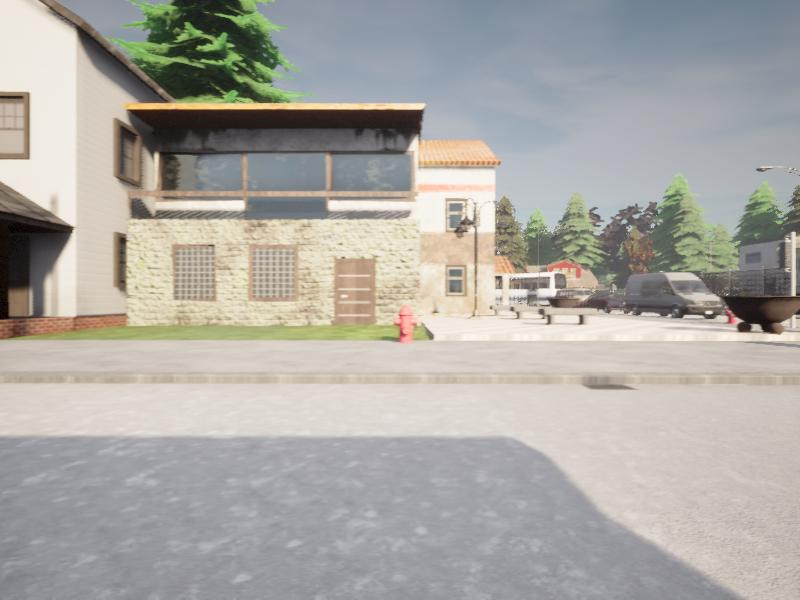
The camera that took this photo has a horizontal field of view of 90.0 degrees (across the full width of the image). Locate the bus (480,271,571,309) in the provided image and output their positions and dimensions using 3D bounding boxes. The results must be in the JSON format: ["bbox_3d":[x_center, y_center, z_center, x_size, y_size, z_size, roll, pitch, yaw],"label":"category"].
[{"bbox_3d":[15.317,-1.117,49.845,3.944,4.253,10.273,0,0,-39],"label":"bus"}]

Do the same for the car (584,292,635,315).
[{"bbox_3d":[15.174,0.233,29.231,1.789,1.549,3.705,0,0,0],"label":"car"}]

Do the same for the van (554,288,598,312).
[{"bbox_3d":[15.136,0.017,34.726,1.775,1.987,4.442,0,0,-1],"label":"van"}]

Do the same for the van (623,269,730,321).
[{"bbox_3d":[15.273,-0.259,22.671,1.988,2.561,5.915,0,0,1],"label":"van"}]

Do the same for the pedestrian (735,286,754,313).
[{"bbox_3d":[24.388,-0.037,28.334,0.751,1.860,0.751,0,0,3],"label":"pedestrian"}]
